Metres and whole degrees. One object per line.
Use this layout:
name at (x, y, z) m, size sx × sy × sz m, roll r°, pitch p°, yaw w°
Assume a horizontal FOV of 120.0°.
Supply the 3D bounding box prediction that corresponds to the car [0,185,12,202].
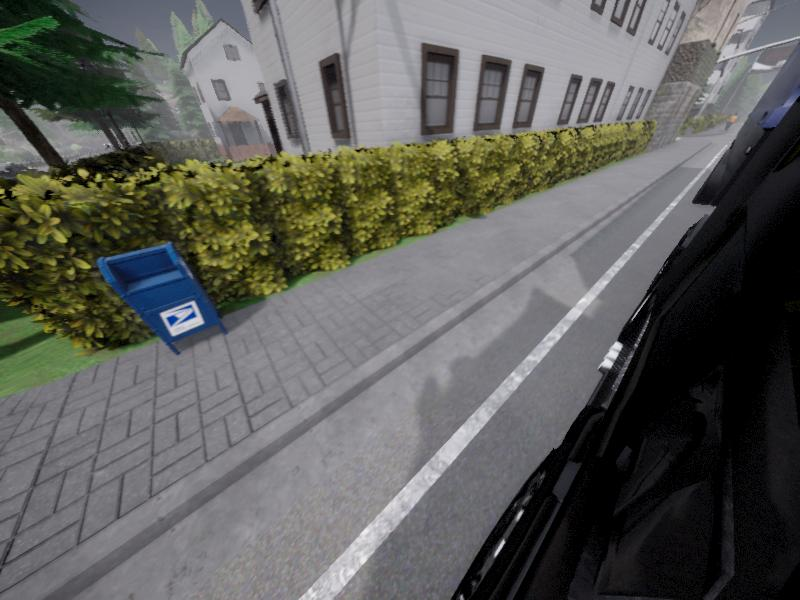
car at (-21.170, -4.942, 10.609) m, size 1.882 × 1.535 × 5.008 m, roll -28°, pitch 43°, yaw -30°

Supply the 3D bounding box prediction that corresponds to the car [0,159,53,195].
car at (-25.872, -8.210, 15.270) m, size 1.882 × 1.535 × 5.008 m, roll -28°, pitch 43°, yaw -30°

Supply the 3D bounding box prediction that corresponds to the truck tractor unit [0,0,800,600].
truck tractor unit at (2.645, -0.295, 0.351) m, size 6.516 × 4.208 × 3.053 m, roll -28°, pitch 44°, yaw -30°

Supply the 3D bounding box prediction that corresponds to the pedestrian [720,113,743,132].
pedestrian at (41.813, -22.442, 29.153) m, size 0.751 × 1.860 × 0.751 m, roll 25°, pitch 45°, yaw 31°

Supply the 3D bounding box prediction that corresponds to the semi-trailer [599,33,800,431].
semi-trailer at (8.649, -3.639, 4.276) m, size 14.254 × 4.402 × 2.717 m, roll -29°, pitch 44°, yaw -30°
